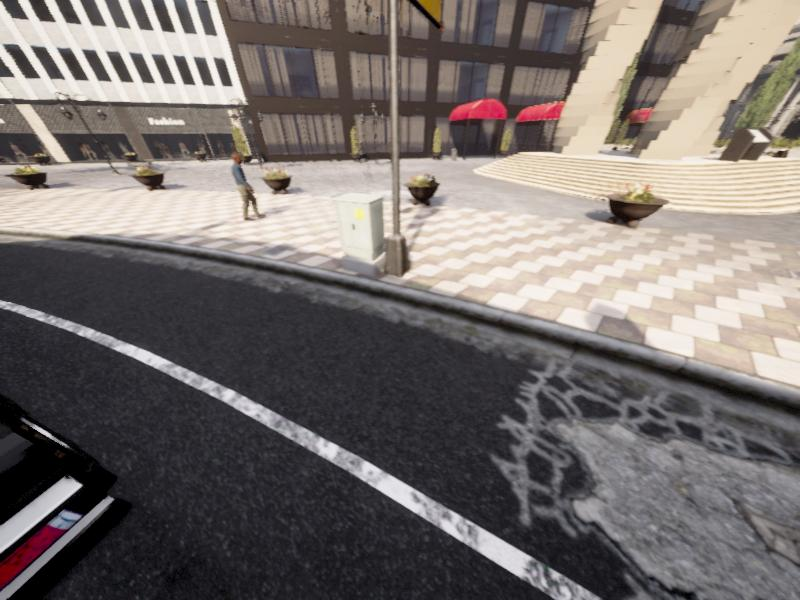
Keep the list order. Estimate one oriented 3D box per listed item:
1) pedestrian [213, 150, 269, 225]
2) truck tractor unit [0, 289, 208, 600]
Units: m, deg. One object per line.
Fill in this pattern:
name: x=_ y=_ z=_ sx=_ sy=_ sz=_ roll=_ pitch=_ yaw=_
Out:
pedestrian: x=-4.606 y=-3.322 z=6.867 sx=0.751 sy=1.860 sz=0.751 roll=-15 pitch=38 yaw=-20
truck tractor unit: x=-5.253 y=-0.125 z=0.543 sx=6.516 sy=4.208 sz=3.053 roll=12 pitch=37 yaw=17
